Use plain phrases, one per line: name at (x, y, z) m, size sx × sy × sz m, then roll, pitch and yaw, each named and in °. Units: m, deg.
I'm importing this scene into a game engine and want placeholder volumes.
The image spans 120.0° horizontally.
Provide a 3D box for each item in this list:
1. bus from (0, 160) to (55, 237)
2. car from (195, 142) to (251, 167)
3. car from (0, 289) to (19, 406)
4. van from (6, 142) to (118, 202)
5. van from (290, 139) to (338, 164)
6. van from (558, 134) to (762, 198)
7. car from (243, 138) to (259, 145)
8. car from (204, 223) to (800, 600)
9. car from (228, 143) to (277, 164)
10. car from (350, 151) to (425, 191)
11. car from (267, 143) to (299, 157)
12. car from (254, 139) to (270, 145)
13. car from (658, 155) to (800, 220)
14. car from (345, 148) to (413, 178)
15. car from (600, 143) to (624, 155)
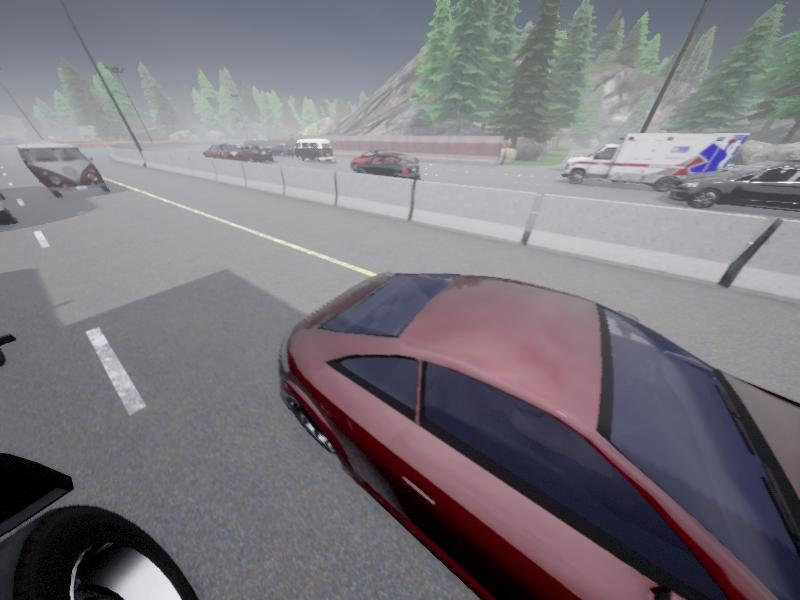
bus at (-15.651, -4.649, 6.694) m, size 10.273 × 4.253 × 3.944 m, roll 22°, pitch 40°, yaw 27°
car at (-16.541, -13.678, 21.606) m, size 4.553 × 1.767 × 2.097 m, roll 22°, pitch 40°, yaw 27°
car at (-6.464, 0.063, 2.219) m, size 4.553 × 1.767 × 2.097 m, roll 21°, pitch 40°, yaw 27°
van at (-15.458, -6.008, 10.584) m, size 4.442 × 1.987 × 1.775 m, roll 22°, pitch 40°, yaw 27°
van at (-9.077, -15.706, 24.319) m, size 4.480 × 2.038 × 2.069 m, roll 22°, pitch 40°, yaw 27°
van at (12.570, -7.299, 12.231) m, size 6.366 × 2.431 × 2.351 m, roll 22°, pitch 40°, yaw 27°
car at (-44.042, -46.790, 68.307) m, size 1.789 × 1.549 × 3.705 m, roll 10°, pitch 37°, yaw 13°
car at (0.980, 0.756, 1.656) m, size 4.181 × 1.385 × 1.994 m, roll 22°, pitch 40°, yaw 27°
car at (-15.705, -15.738, 24.637) m, size 4.611 × 1.667 × 2.242 m, roll 22°, pitch 40°, yaw 27°
car at (-0.726, -7.318, 12.925) m, size 3.705 × 1.549 × 1.789 m, roll 22°, pitch 41°, yaw 27°
car at (-16.159, -20.734, 31.879) m, size 3.806 × 1.475 × 1.970 m, roll 22°, pitch 41°, yaw 28°
car at (-40.536, -46.541, 67.971) m, size 1.845 × 1.501 × 3.633 m, roll 10°, pitch 37°, yaw 13°
car at (13.382, -4.223, 8.537) m, size 4.611 × 1.667 × 2.242 m, roll 22°, pitch 40°, yaw 27°
car at (-1.537, -10.071, 16.837) m, size 4.514 × 1.525 × 2.007 m, roll 22°, pitch 40°, yaw 27°
car at (35.349, -25.273, 38.645) m, size 2.128 × 1.511 × 4.902 m, roll 20°, pitch 40°, yaw 25°
